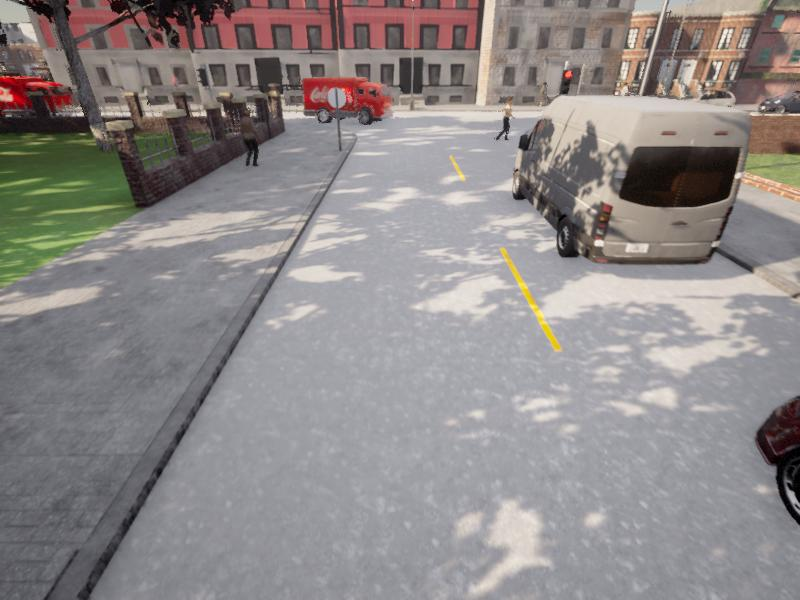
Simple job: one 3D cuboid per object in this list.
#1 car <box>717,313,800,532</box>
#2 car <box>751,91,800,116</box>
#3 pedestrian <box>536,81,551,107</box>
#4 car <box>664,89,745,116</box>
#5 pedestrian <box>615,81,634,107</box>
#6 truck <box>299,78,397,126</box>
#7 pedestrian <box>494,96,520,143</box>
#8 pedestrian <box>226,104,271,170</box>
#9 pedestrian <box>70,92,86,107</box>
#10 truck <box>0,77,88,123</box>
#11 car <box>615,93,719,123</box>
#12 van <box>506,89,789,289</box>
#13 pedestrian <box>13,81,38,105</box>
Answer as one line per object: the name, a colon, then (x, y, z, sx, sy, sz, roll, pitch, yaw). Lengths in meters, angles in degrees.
car: (4.031, 1.751, 1.669, 1.994, 1.385, 4.181, 0, 30, 0)
car: (28.315, -14.289, 29.007, 3.633, 1.501, 1.845, 0, 30, 0)
pedestrian: (11.875, -17.050, 33.152, 0.751, 1.860, 0.751, 3, 30, 5)
car: (21.956, -14.336, 29.008, 3.988, 1.617, 1.851, 0, 30, 0)
pedestrian: (18.423, -16.908, 32.909, 0.751, 1.860, 0.751, 5, 31, 9)
truck: (-3.059, -12.156, 24.421, 5.204, 2.467, 2.627, 10, 30, 17)
pedestrian: (4.861, -8.222, 18.226, 0.751, 1.860, 0.751, -1, 30, -1)
pedestrian: (-4.869, -5.271, 12.962, 0.751, 1.860, 0.751, 7, 31, 12)
pedestrian: (-26.546, -16.525, 32.997, 0.500, 1.100, 0.500, 0, 30, -1)
truck: (-23.745, -12.719, 25.362, 5.204, 2.467, 2.627, 0, 30, 0)
car: (16.905, -12.285, 25.560, 5.008, 1.535, 1.882, 0, 30, 0)
van: (3.978, -2.781, 8.277, 1.988, 2.561, 5.915, 0, 30, 1)
pedestrian: (-32.981, -18.227, 35.259, 0.751, 1.860, 0.751, 11, 32, 18)
